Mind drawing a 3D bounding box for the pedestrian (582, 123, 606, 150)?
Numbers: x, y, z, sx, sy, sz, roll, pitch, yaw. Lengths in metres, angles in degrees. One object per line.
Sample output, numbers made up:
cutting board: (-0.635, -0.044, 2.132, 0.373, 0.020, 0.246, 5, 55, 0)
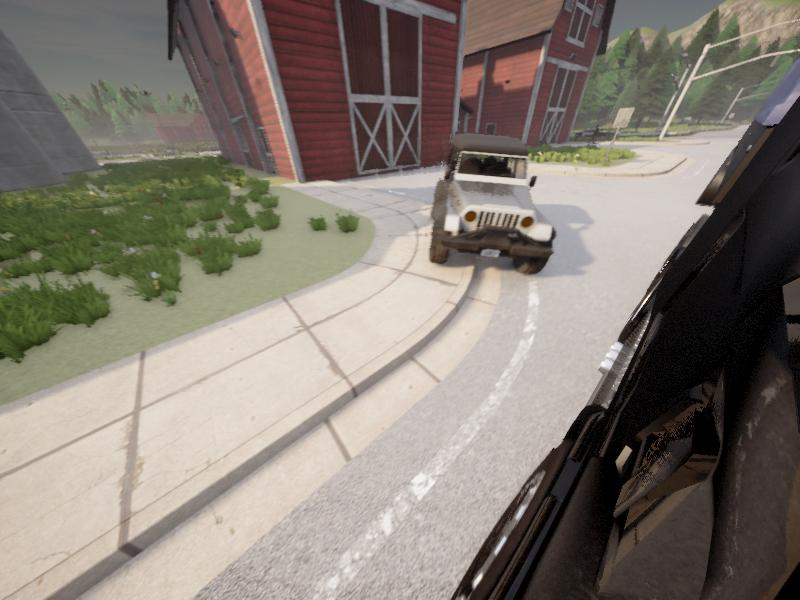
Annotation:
pedestrian: (16.872, -14.204, 20.100, 0.751, 1.860, 0.751, -15, 38, -16)

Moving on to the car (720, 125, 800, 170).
car: (19.790, -8.316, 12.461, 4.611, 1.667, 2.242, -28, 43, -30)

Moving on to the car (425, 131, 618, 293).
car: (1.665, -2.150, 4.713, 1.905, 1.878, 3.866, 7, 39, 4)

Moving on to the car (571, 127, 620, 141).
car: (29.770, -25.368, 35.357, 1.930, 1.638, 5.238, -27, 42, -30)

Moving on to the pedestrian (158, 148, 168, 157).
pedestrian: (-45.899, -28.561, 44.759, 0.751, 1.300, 0.751, -21, 40, -23)

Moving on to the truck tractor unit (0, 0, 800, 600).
truck tractor unit: (2.645, -0.295, 0.351, 6.516, 4.208, 3.053, -28, 44, -30)

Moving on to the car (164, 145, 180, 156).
car: (-50.404, -33.042, 51.040, 1.932, 1.855, 4.605, -27, 43, -30)

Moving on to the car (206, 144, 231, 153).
car: (-46.383, -38.912, 59.147, 4.611, 1.667, 2.242, -28, 43, -30)

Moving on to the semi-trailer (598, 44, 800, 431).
semi-trailer: (8.710, -3.576, 4.247, 14.254, 4.402, 2.717, -28, 44, -30)
